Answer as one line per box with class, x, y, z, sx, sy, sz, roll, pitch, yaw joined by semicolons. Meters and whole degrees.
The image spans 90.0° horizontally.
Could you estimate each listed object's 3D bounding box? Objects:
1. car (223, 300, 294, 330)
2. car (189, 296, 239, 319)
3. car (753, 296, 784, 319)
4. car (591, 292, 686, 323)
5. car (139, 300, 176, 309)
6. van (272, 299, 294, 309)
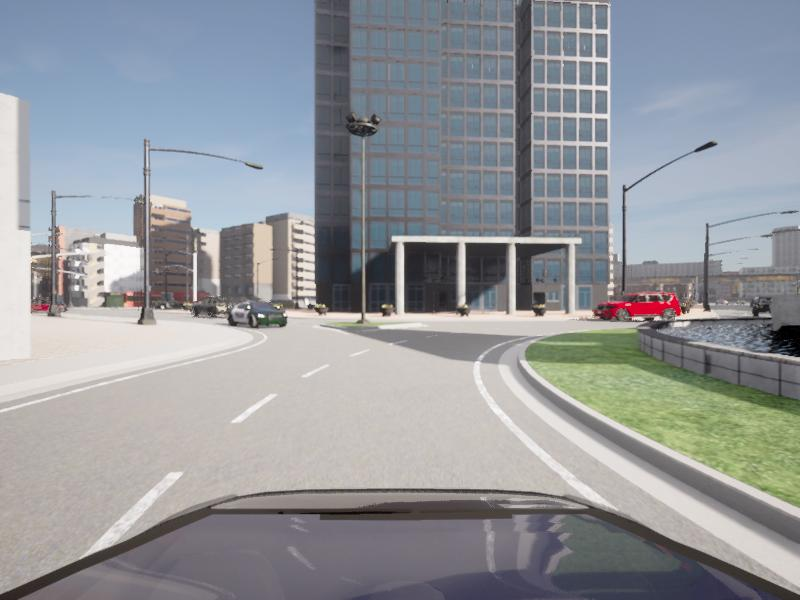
car;-8.330;0.786;23.319;2.038;1.542;4.974;0;0;-44
car;-16.243;0.592;34.851;4.605;1.855;1.932;0;0;36
car;32.236;0.587;34.983;1.905;1.878;3.866;0;0;43
car;16.654;0.520;28.110;5.566;2.045;2.150;0;0;-5
car;-42.248;0.759;69.854;1.930;1.638;5.238;0;0;34
van;-25.407;0.882;87.320;1.775;1.987;4.442;0;-1;36
